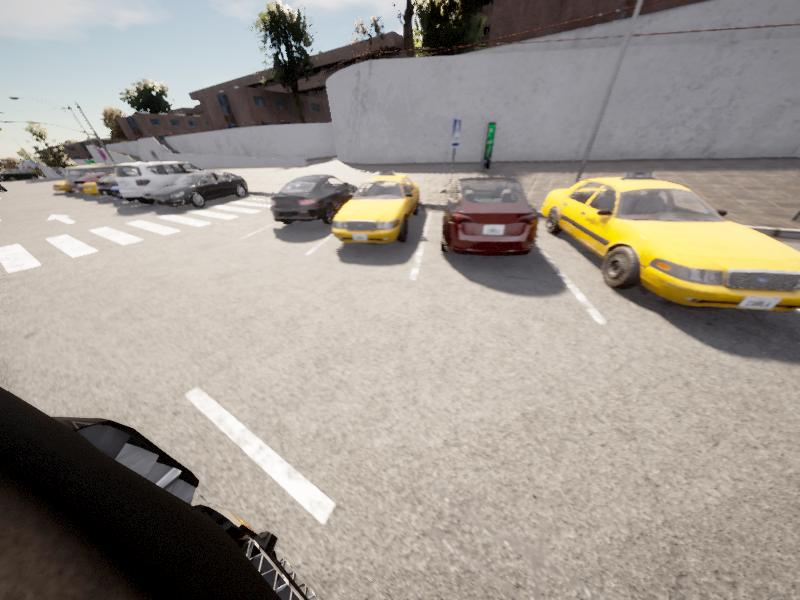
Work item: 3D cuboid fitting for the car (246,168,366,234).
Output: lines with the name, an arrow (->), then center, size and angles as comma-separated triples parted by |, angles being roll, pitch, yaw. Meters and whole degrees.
car -> -3.023, -3.985, 8.818 | 2.002, 1.452, 4.674 | 4, 34, 10

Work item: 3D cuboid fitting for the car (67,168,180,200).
car -> -21.046, -9.229, 18.100 | 1.946, 1.575, 5.366 | 3, 33, 10

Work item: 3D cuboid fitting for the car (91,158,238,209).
car -> -13.349, -7.176, 13.907 | 2.435, 2.045, 5.566 | 3, 33, 10

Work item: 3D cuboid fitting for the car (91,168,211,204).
car -> -15.913, -7.678, 15.331 | 2.097, 1.535, 5.008 | 4, 34, 10

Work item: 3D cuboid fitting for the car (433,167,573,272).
car -> 2.141, -2.535, 6.236 | 2.163, 1.488, 4.792 | 4, 34, 10

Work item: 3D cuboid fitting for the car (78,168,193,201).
car -> -18.501, -8.397, 16.634 | 2.231, 1.521, 4.892 | 3, 33, 10

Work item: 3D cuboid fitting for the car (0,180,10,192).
car -> -45.674, -12.784, 25.568 | 3.633, 1.501, 1.845 | 15, 38, 26

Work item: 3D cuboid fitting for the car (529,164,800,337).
car -> 4.688, -1.705, 4.740 | 1.946, 1.575, 5.366 | 4, 34, 9

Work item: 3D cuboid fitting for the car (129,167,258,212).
car -> -10.751, -6.222, 12.718 | 2.231, 1.521, 4.892 | 4, 34, 9

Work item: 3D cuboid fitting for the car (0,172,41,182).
car -> -76.600, -24.644, 46.215 | 2.002, 1.452, 4.674 | 2, 33, 11

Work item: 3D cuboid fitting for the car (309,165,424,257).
car -> -0.472, -3.185, 7.342 | 1.946, 1.575, 5.366 | 4, 34, 9

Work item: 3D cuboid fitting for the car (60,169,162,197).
car -> -23.652, -9.840, 19.301 | 2.163, 1.488, 4.792 | 3, 33, 10

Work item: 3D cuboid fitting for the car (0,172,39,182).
car -> -79.164, -25.310, 47.566 | 2.002, 1.452, 4.674 | 3, 33, 10

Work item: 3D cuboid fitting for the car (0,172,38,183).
car -> -81.770, -25.909, 48.736 | 1.946, 1.575, 5.366 | 3, 33, 10

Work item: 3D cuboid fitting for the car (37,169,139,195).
car -> -28.842, -11.197, 21.730 | 1.946, 1.575, 5.366 | 4, 33, 10

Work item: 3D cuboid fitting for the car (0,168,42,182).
car -> -74.058, -24.143, 44.629 | 1.878, 1.987, 4.442 | 3, 33, 10

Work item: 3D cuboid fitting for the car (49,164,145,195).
car -> -26.261, -10.697, 20.353 | 1.878, 1.987, 4.442 | 4, 33, 10
